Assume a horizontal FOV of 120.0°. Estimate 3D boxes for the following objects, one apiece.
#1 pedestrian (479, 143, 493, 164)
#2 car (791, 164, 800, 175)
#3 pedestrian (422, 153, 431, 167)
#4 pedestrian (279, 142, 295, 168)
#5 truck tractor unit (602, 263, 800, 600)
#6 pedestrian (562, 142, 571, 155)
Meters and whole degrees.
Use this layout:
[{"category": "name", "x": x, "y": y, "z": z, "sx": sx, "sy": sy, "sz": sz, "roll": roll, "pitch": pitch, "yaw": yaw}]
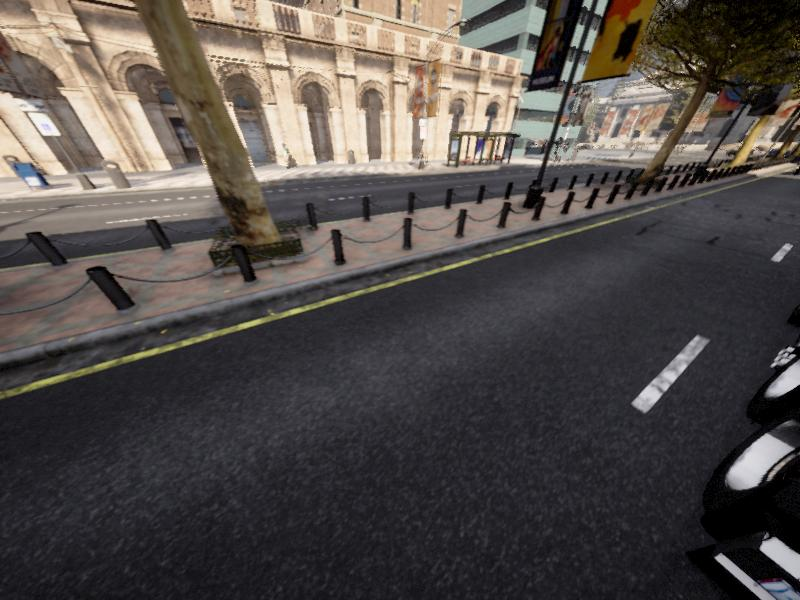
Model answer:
[{"category": "pedestrian", "x": 9.147, "y": -15.607, "z": 24.627, "sx": 0.751, "sy": 1.860, "sz": 0.751, "roll": -18, "pitch": 39, "yaw": -24}, {"category": "car", "x": 36.255, "y": -11.666, "z": 19.730, "sx": 5.238, "sy": 1.638, "sz": 1.930, "roll": -17, "pitch": 38, "yaw": -25}, {"category": "pedestrian", "x": 2.477, "y": -13.017, "z": 21.498, "sx": 0.500, "sy": 1.100, "sz": 0.500, "roll": -22, "pitch": 40, "yaw": -28}, {"category": "pedestrian", "x": -9.911, "y": -12.694, "z": 20.244, "sx": 0.751, "sy": 1.860, "sz": 0.751, "roll": -18, "pitch": 39, "yaw": -25}, {"category": "truck tractor unit", "x": 5.112, "y": -0.297, "z": 0.792, "sx": 6.516, "sy": 4.208, "sz": 3.053, "roll": -18, "pitch": 39, "yaw": -24}, {"category": "pedestrian", "x": 29.978, "y": -27.277, "z": 41.628, "sx": 0.751, "sy": 1.860, "sz": 0.751, "roll": 16, "pitch": 38, "yaw": 22}]
